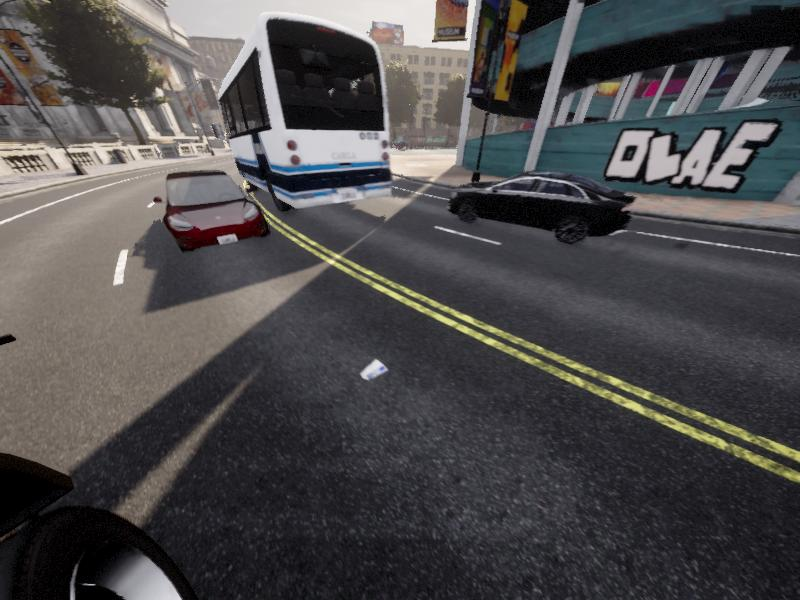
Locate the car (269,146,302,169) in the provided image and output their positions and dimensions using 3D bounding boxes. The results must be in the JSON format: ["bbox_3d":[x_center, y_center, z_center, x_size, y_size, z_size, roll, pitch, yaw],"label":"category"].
[{"bbox_3d":[-10.622,-13.514,21.780,2.007,1.525,4.514,-9,36,-13],"label":"car"}]

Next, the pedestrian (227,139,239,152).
[{"bbox_3d":[-27.578,-25.474,38.077,0.751,1.860,0.751,-2,35,-3],"label":"pedestrian"}]

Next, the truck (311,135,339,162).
[{"bbox_3d":[-8.788,-18.221,27.675,2.627,2.467,5.204,-7,36,-10],"label":"truck"}]

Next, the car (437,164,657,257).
[{"bbox_3d":[3.840,-2.992,6.927,4.902,1.511,2.128,26,42,31],"label":"car"}]

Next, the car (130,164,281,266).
[{"bbox_3d":[-5.470,-2.822,6.640,2.163,1.488,4.792,-24,42,-31],"label":"car"}]

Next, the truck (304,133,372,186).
[{"bbox_3d":[-4.104,-9.266,14.967,2.627,2.467,5.204,-17,39,-23],"label":"truck"}]

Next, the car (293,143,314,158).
[{"bbox_3d":[-13.644,-21.329,32.881,2.007,1.525,4.514,-7,36,-10],"label":"car"}]

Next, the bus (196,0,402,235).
[{"bbox_3d":[-4.634,-6.414,9.328,3.944,4.253,10.273,-24,40,-30],"label":"bus"}]

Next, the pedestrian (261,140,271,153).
[{"bbox_3d":[-23.032,-26.412,39.712,0.751,1.860,0.751,-7,36,-11],"label":"pedestrian"}]

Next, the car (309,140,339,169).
[{"bbox_3d":[-7.192,-13.984,22.023,2.150,2.045,5.566,-9,36,-13],"label":"car"}]

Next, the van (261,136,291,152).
[{"bbox_3d":[-23.219,-29.504,43.661,2.351,2.431,6.366,-2,35,-3],"label":"van"}]
